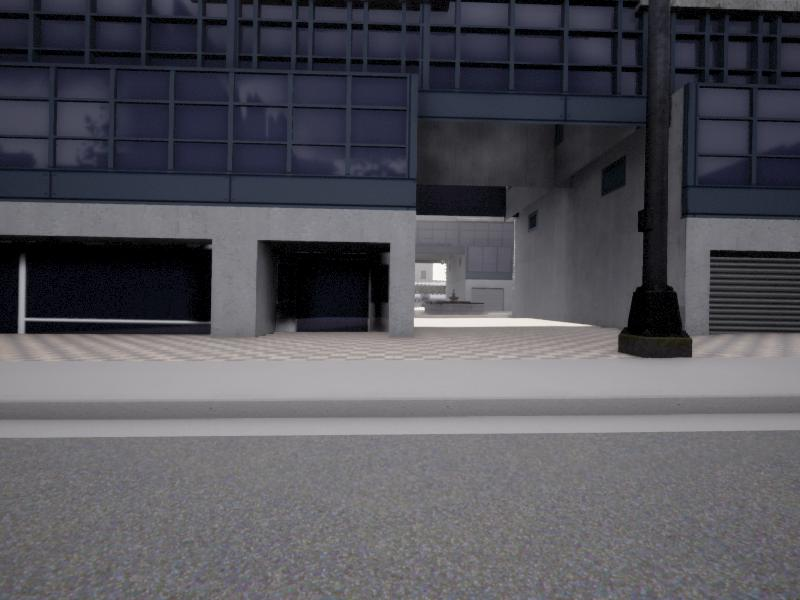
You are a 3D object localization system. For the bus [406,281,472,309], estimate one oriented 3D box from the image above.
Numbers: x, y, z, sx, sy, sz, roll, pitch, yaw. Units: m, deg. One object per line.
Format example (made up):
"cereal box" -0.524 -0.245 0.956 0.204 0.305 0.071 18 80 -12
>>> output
"bus" 6.339 -0.789 66.623 10.273 4.253 3.944 1 0 -3
